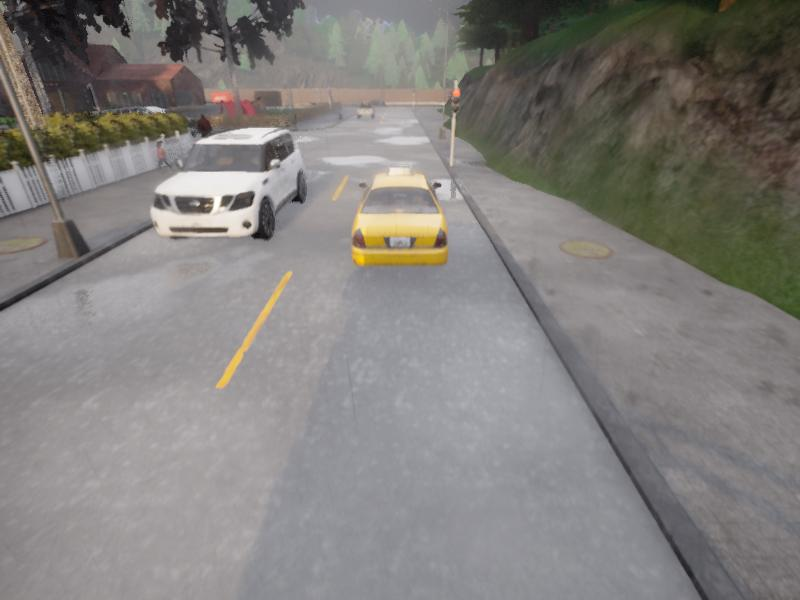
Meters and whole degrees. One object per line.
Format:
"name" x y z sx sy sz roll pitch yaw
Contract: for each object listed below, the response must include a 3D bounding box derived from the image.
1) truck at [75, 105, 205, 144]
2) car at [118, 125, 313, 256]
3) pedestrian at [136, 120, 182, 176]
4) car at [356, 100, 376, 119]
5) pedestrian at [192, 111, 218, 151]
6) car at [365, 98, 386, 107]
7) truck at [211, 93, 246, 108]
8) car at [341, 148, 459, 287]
"truck" -16.379 -11.265 25.599 6.274 2.098 2.390 0 28 0
"car" -3.937 -3.091 10.091 2.150 2.045 5.566 0 28 1
"pedestrian" -8.990 -5.699 14.963 0.751 1.860 0.751 8 29 16
"car" -3.982 -22.554 47.370 1.932 1.855 4.605 0 28 0
"pedestrian" -10.326 -8.975 21.205 0.751 1.860 0.751 -18 33 -31
"car" -4.845 -38.814 78.694 3.705 1.549 1.789 14 31 25
"truck" -32.773 -38.149 76.414 5.204 2.467 2.627 0 28 0
"car" 0.000 -2.159 8.825 1.801 1.575 5.366 0 28 0
